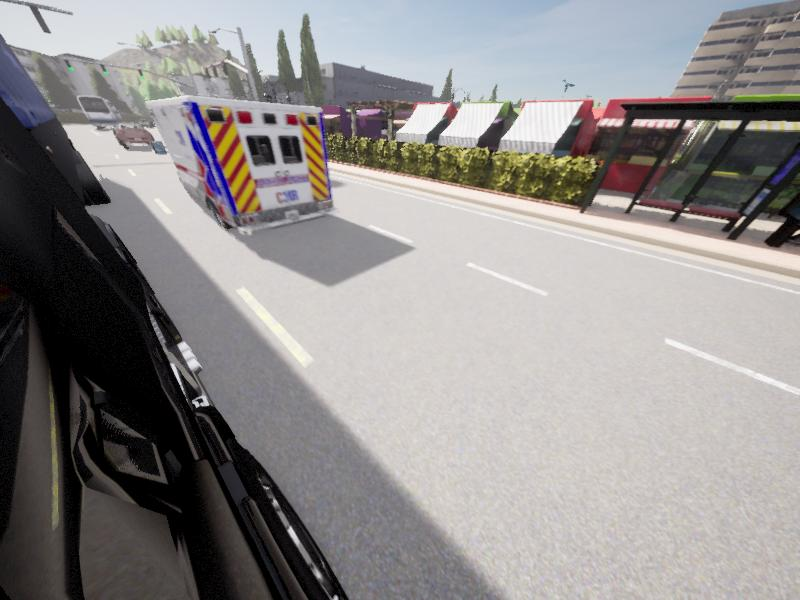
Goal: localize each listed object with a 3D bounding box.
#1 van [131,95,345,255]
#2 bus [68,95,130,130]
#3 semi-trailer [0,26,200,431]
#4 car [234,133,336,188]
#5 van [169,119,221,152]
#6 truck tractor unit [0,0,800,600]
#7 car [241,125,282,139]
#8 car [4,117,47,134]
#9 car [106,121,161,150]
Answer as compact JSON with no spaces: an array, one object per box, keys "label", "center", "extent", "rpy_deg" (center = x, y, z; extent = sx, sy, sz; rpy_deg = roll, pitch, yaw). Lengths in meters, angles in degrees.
[{"label":"van","center":[-4.545,-3.742,6.324],"extent":[6.366,2.431,2.351],"rpy_deg":[30,45,32]},{"label":"bus","center":[-51.393,-32.288,39.997],"extent":[3.944,4.253,10.273],"rpy_deg":[-24,45,-30]},{"label":"semi-trailer","center":[-8.618,-3.659,4.305],"extent":[14.254,4.402,2.717],"rpy_deg":[29,44,31]},{"label":"car","center":[-5.547,-6.837,11.062],"extent":[5.027,1.651,2.152],"rpy_deg":[30,45,32]},{"label":"van","center":[-16.981,-13.644,19.134],"extent":[4.442,1.987,1.775],"rpy_deg":[31,45,32]},{"label":"truck tractor unit","center":[-2.645,-0.295,0.352],"extent":[6.516,4.208,3.053],"rpy_deg":[28,44,30]},{"label":"car","center":[-20.059,-24.422,33.700],"extent":[2.007,1.525,4.514],"rpy_deg":[32,46,33]},{"label":"car","center":[-43.426,-20.285,26.881],"extent":[4.181,1.385,1.994],"rpy_deg":[29,44,31]},{"label":"car","center":[-22.191,-13.711,19.206],"extent":[5.027,1.651,2.152],"rpy_deg":[31,45,32]}]
